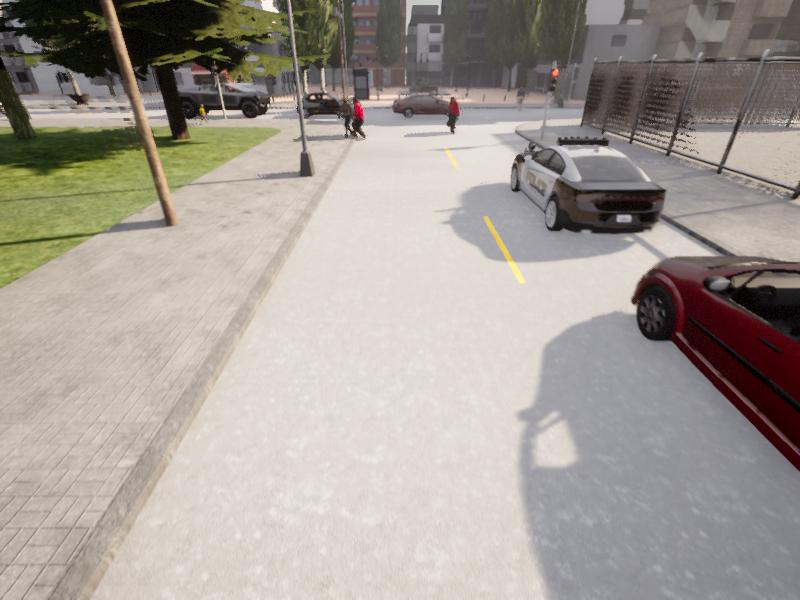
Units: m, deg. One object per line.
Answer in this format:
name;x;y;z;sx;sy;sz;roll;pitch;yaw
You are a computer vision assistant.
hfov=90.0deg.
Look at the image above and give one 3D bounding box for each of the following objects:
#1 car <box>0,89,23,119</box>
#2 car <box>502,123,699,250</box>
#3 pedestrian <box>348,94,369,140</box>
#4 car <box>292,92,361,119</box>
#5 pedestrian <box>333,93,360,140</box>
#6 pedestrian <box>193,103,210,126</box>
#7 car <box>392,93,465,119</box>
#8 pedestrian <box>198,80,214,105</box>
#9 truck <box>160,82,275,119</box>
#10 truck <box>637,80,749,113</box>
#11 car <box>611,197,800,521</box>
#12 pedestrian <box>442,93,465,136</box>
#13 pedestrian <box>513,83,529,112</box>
car;-29.106;-13.166;26.856;5.027;1.651;2.152;0;30;0
car;4.076;-2.977;9.455;1.930;1.638;5.238;0;30;-1
pedestrian;-1.925;-8.483;18.559;0.751;1.860;0.751;2;30;4
car;-4.831;-13.076;26.862;4.193;1.474;1.816;1;30;2
pedestrian;-2.396;-8.283;18.044;0.751;1.860;0.751;19;35;29
pedestrian;-11.046;-10.343;22.309;0.500;1.100;0.500;-1;30;-2
car;1.835;-13.110;26.954;4.674;1.442;1.812;0;30;0
pedestrian;-16.356;-17.513;33.797;0.751;1.860;0.751;-7;31;-12
truck;-11.975;-13.381;26.761;6.274;2.098;2.390;0;30;0
truck;21.976;-15.441;30.300;6.274;2.098;2.390;0;30;0
car;4.007;0.421;3.687;1.851;1.617;3.988;0;30;0
pedestrian;2.646;-9.229;19.868;0.751;1.860;0.751;-14;33;-23
pedestrian;9.081;-15.247;30.148;0.751;1.860;0.751;0;30;0
